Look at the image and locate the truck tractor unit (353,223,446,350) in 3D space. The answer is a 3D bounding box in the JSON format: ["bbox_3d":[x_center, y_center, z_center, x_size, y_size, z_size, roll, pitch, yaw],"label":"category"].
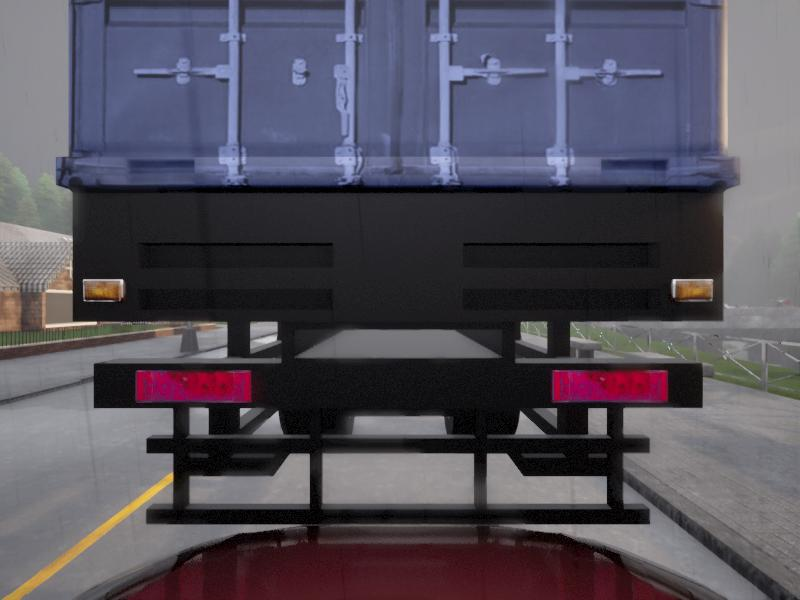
[{"bbox_3d":[-0.013,-0.438,16.456,3.053,4.208,6.516,0,0,0],"label":"truck tractor unit"}]

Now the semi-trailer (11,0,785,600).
[{"bbox_3d":[-0.008,-0.585,8.543,2.717,4.402,14.254,0,0,0],"label":"semi-trailer"}]

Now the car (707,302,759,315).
[{"bbox_3d":[42.277,1.075,50.901,4.974,1.542,2.038,0,0,0],"label":"car"}]
